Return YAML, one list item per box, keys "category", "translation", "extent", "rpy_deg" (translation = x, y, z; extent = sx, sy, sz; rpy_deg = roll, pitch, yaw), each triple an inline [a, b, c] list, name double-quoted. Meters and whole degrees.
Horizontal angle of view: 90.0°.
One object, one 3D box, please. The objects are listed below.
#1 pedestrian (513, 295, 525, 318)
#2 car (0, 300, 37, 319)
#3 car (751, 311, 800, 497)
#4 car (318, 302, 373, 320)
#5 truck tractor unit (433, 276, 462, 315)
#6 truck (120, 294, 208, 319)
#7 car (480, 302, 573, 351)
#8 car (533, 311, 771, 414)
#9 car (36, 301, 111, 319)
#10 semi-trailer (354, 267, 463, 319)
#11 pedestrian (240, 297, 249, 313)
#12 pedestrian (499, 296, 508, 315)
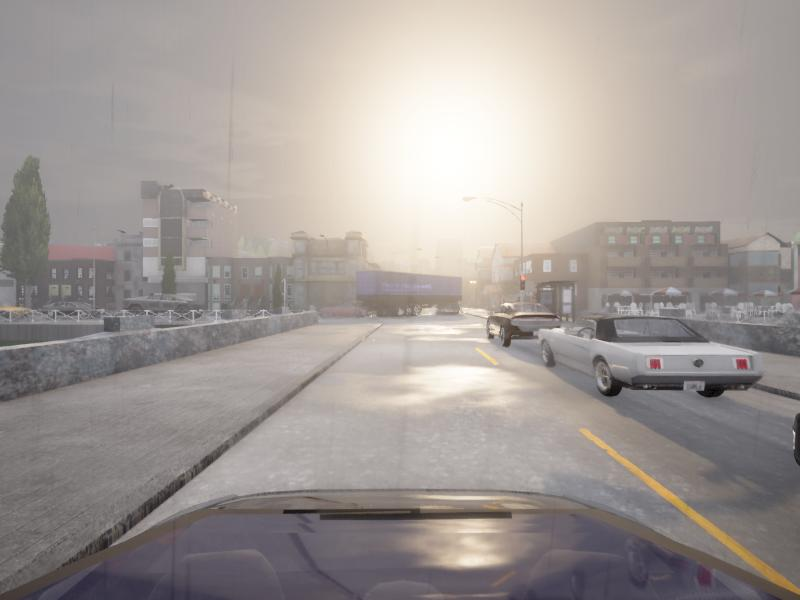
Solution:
- category: "pedestrian"
  translation: [9.922, 0.533, 33.399]
  extent: [0.751, 1.860, 0.751]
  rpy_deg: [0, 0, 35]
- category: "car"
  translation: [-35.539, 0.801, 35.340]
  extent: [5.366, 1.575, 1.801]
  rpy_deg: [0, 0, 2]
- category: "car"
  translation: [4.079, 0.844, 1.222]
  extent: [1.837, 1.490, 4.892]
  rpy_deg: [0, 0, 2]
- category: "car"
  translation: [-4.558, 0.908, 33.875]
  extent: [4.181, 1.385, 1.994]
  rpy_deg: [0, 0, 8]
- category: "truck tractor unit"
  translation: [5.555, -0.517, 46.873]
  extent: [3.053, 4.208, 6.516]
  rpy_deg: [0, 0, 7]
- category: "truck"
  translation: [-20.415, 0.542, 34.832]
  extent: [6.274, 2.098, 2.390]
  rpy_deg: [0, 0, 2]
- category: "car"
  translation: [4.438, 0.836, 14.911]
  extent: [2.128, 1.511, 4.902]
  rpy_deg: [0, 0, 3]
- category: "car"
  translation: [4.303, 0.944, 7.966]
  extent: [1.895, 1.301, 4.718]
  rpy_deg: [0, 0, 2]
- category: "car"
  translation: [-28.550, 0.836, 35.105]
  extent: [4.902, 1.511, 2.128]
  rpy_deg: [0, 0, 2]
- category: "semi-trailer"
  translation: [1.529, -0.622, 40.331]
  extent: [2.717, 4.402, 14.254]
  rpy_deg: [1, 0, 39]
- category: "pedestrian"
  translation: [-17.537, 0.547, 45.160]
  extent: [0.751, 1.860, 0.751]
  rpy_deg: [0, 0, 0]
- category: "pedestrian"
  translation: [10.327, 0.533, 39.891]
  extent: [0.751, 1.860, 0.751]
  rpy_deg: [0, 0, 30]
